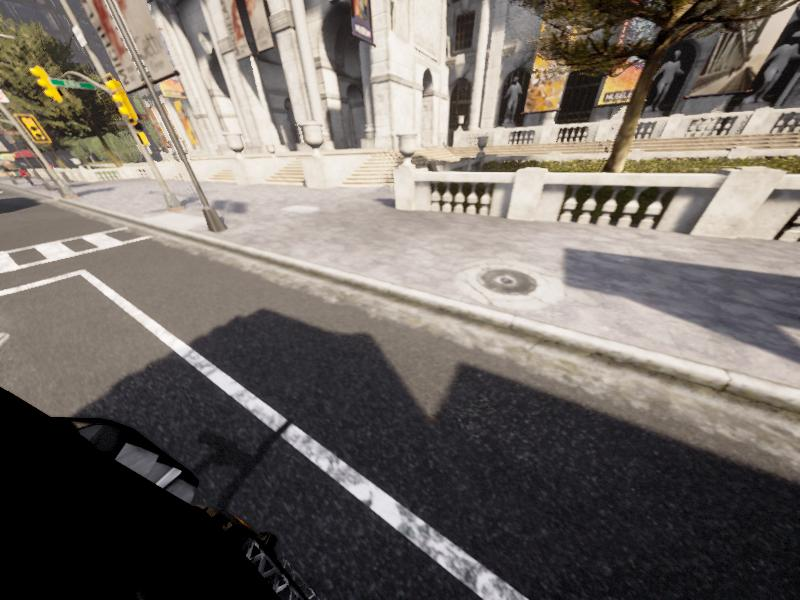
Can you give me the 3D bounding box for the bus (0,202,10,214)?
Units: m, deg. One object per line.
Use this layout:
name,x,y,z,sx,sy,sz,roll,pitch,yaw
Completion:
bus,-27.427,-6.992,12.665,10.273,4.253,3.944,16,38,26

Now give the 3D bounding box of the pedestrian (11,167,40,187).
pedestrian,-40.779,-13.414,25.191,0.751,1.860,0.751,-27,40,-32
